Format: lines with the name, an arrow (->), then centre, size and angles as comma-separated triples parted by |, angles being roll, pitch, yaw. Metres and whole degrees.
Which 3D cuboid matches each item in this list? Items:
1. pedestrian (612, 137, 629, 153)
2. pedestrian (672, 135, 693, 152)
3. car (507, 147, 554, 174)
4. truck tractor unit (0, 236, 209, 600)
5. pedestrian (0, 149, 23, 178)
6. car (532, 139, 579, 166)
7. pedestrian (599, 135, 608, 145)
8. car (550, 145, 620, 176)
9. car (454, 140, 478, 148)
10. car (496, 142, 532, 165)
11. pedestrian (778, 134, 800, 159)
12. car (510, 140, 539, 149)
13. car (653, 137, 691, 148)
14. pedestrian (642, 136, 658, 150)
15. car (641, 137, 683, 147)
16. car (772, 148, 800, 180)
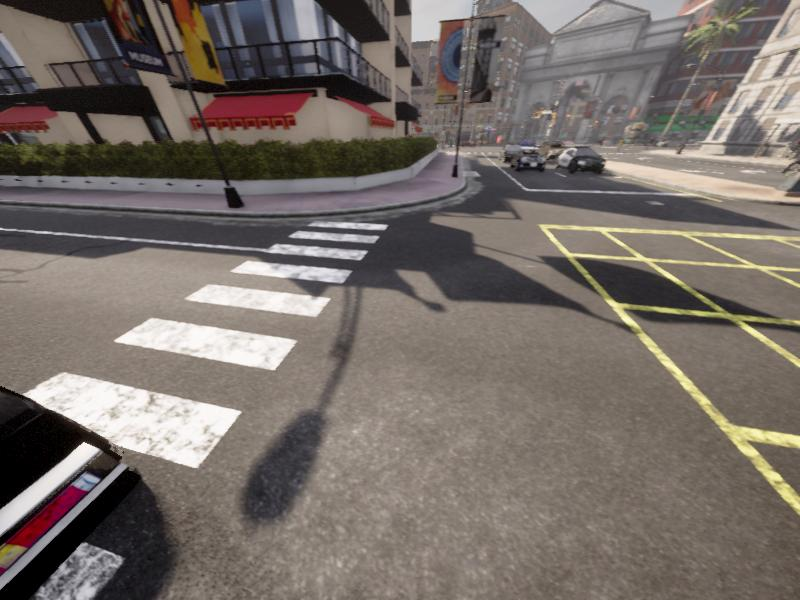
pedestrian -> 30.426, -21.379, 31.868 | 0.751, 1.860, 0.751 | 3, 36, 5
pedestrian -> 38.137, -21.174, 31.184 | 0.751, 1.860, 0.751 | -2, 35, -1
car -> 9.767, -10.776, 17.664 | 1.970, 1.475, 3.806 | 6, 36, 10
truck tractor unit -> -5.320, 0.004, 0.361 | 6.516, 4.208, 3.053 | 8, 36, 11
pedestrian -> -27.144, -9.311, 15.597 | 0.751, 1.860, 0.751 | 6, 36, 10
car -> 14.422, -14.008, 21.789 | 1.932, 1.855, 4.605 | 6, 36, 10
pedestrian -> 45.403, -35.760, 51.603 | 0.751, 1.860, 0.751 | -22, 41, -27
car -> 13.152, -10.313, 16.907 | 2.038, 1.542, 4.974 | 6, 36, 10
car -> 14.776, -34.975, 51.815 | 4.718, 1.301, 1.895 | 13, 38, 18
car -> 11.122, -14.646, 22.949 | 1.930, 1.638, 5.238 | 6, 36, 10
pedestrian -> 36.018, -13.872, 20.938 | 0.751, 1.860, 0.751 | 7, 36, 11
car -> 24.053, -30.271, 44.902 | 1.812, 1.442, 4.674 | -15, 38, -19
car -> 50.276, -29.168, 42.826 | 3.988, 1.617, 1.851 | 7, 36, 10
pedestrian -> 39.397, -24.699, 36.391 | 0.751, 1.860, 0.751 | 8, 36, 12
car -> 51.433, -31.130, 45.516 | 4.974, 1.542, 2.038 | 7, 36, 10
car -> 23.726, -7.100, 12.247 | 1.970, 1.475, 3.806 | 6, 36, 10
